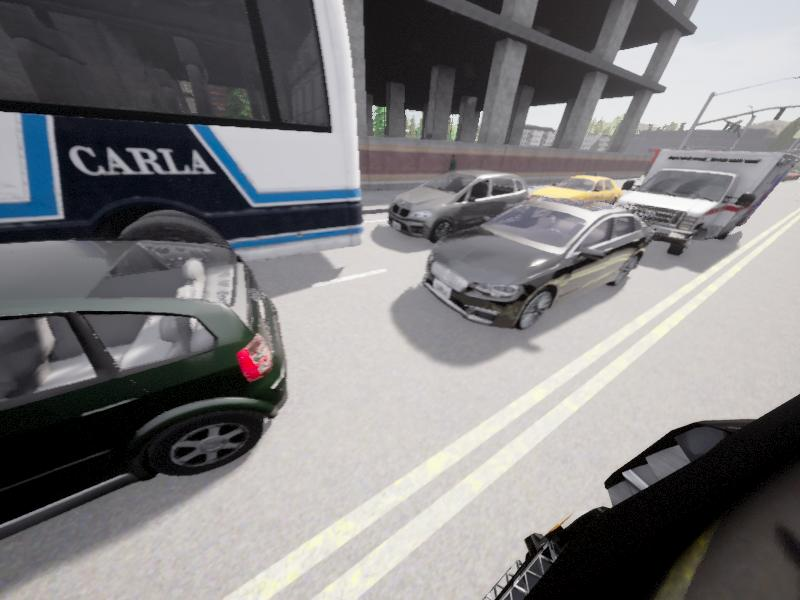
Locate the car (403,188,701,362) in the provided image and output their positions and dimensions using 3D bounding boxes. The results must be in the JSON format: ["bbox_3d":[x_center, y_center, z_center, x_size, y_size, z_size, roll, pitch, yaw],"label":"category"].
[{"bbox_3d":[2.737,-0.994,4.267,4.902,1.511,2.128,-16,38,-26],"label":"car"}]

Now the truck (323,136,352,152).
[{"bbox_3d":[-20.389,-51.210,75.795,8.468,3.827,2.891,-16,38,-26],"label":"truck"}]

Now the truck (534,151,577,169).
[{"bbox_3d":[27.576,-24.979,41.176,2.627,2.467,5.204,-16,38,-26],"label":"truck"}]

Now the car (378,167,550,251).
[{"bbox_3d":[1.903,-3.064,7.167,4.611,1.667,2.242,-16,38,-26],"label":"car"}]

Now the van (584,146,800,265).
[{"bbox_3d":[9.329,-3.260,7.338,6.366,2.431,2.351,-16,38,-26],"label":"van"}]

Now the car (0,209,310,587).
[{"bbox_3d":[-2.820,0.580,1.447,3.705,1.549,1.789,-16,38,-26],"label":"car"}]

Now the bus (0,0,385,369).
[{"bbox_3d":[-5.647,-1.881,2.492,10.273,4.253,3.944,-16,38,-26],"label":"bus"}]

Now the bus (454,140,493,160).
[{"bbox_3d":[20.972,-43.688,67.141,3.944,4.253,10.273,-16,38,-26],"label":"bus"}]

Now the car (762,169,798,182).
[{"bbox_3d":[60.415,-19.816,36.748,4.856,1.649,2.033,-16,38,-26],"label":"car"}]

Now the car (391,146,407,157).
[{"bbox_3d":[-0.211,-34.608,53.812,1.905,1.878,3.866,-16,38,-26],"label":"car"}]

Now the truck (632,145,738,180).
[{"bbox_3d":[40.777,-20.177,33.743,2.891,3.827,8.468,-11,36,-21],"label":"truck"}]

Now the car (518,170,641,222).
[{"bbox_3d":[8.024,-4.780,10.287,5.366,1.575,1.801,-16,38,-26],"label":"car"}]

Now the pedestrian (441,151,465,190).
[{"bbox_3d":[3.048,-7.540,13.481,0.751,1.860,0.751,-17,38,-27],"label":"pedestrian"}]

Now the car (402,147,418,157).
[{"bbox_3d":[2.336,-35.333,55.092,1.905,1.878,3.866,-16,38,-26],"label":"car"}]

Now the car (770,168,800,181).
[{"bbox_3d":[67.186,-21.813,40.130,4.553,1.767,2.097,-16,38,-26],"label":"car"}]
